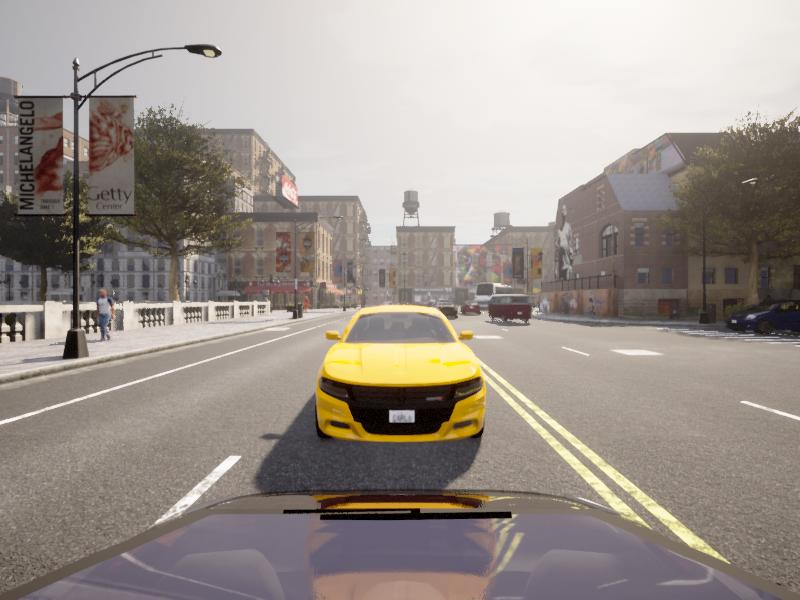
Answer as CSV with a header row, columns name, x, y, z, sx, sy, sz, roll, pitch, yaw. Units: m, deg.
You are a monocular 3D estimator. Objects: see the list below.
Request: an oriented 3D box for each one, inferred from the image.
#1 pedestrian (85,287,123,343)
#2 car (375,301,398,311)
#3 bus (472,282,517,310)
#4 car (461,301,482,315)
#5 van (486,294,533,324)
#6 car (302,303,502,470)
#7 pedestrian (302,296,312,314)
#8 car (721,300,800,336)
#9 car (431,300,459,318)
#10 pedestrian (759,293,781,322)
name,x,y,z,sx,sy,sz,roll,pitch,yaw
pedestrian,-10.098,0.485,13.686,0.751,1.860,0.751,0,0,0
car,-1.999,0.864,61.206,2.002,1.452,4.674,0,0,20
bus,15.735,-0.533,65.780,3.944,4.253,10.273,-1,0,34
car,8.169,0.851,46.199,2.163,1.488,4.792,0,0,7
van,7.728,0.598,28.589,1.775,1.987,4.442,0,0,-5
car,-0.014,0.823,6.265,1.882,1.535,5.008,0,0,-1
pedestrian,-9.349,0.485,40.190,0.751,1.860,0.751,0,0,9
car,17.956,0.788,18.918,3.988,1.617,1.851,0,0,5
car,4.055,0.824,36.887,2.038,1.542,4.974,0,0,1
pedestrian,24.452,0.485,26.460,0.751,1.860,0.751,0,0,-11
